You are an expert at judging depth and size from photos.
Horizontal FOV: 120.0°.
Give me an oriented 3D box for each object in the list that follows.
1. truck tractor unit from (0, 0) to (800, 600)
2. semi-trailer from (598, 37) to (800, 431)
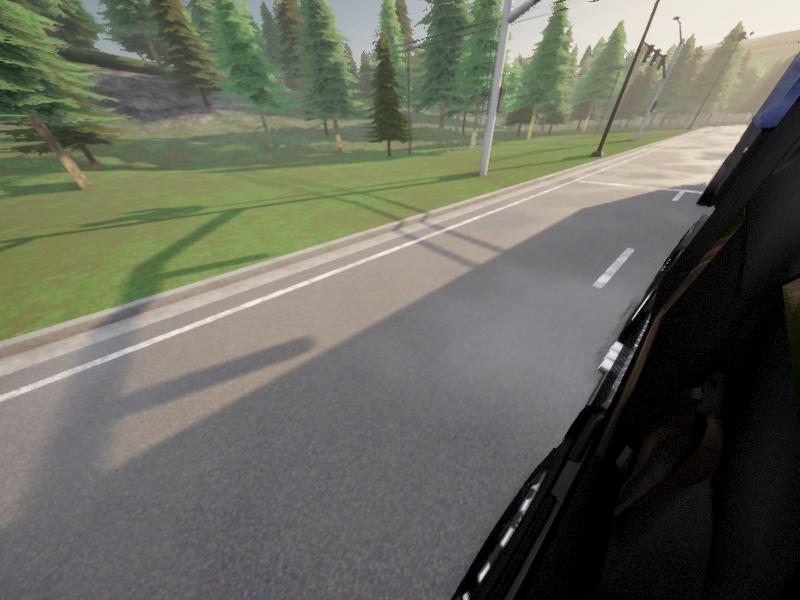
[{"bbox_3d":[2.645,-0.295,0.351,6.516,4.208,3.053,-28,44,-30],"label":"truck tractor unit"},{"bbox_3d":[8.696,-3.587,4.257,14.254,4.402,2.717,-28,43,-30],"label":"semi-trailer"}]
